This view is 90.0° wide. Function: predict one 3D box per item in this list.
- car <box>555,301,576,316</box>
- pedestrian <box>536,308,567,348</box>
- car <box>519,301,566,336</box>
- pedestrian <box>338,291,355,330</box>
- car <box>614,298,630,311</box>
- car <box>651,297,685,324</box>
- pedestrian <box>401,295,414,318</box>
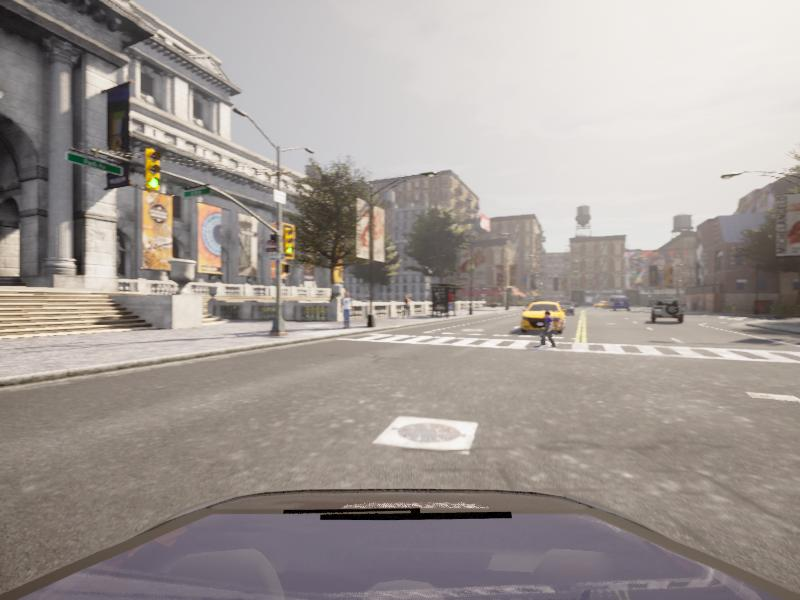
[{"bbox_3d":[18.110,0.891,43.680,2.007,1.525,4.514,0,0,25],"label":"car"},{"bbox_3d":[5.096,0.936,13.485,0.751,1.300,0.751,0,0,-4],"label":"pedestrian"},{"bbox_3d":[7.544,0.850,20.828,1.882,1.535,5.008,0,0,25],"label":"car"},{"bbox_3d":[-2.588,0.488,19.553,0.751,1.860,0.751,0,0,-2],"label":"pedestrian"},{"bbox_3d":[34.682,0.680,62.601,2.150,2.045,5.566,0,0,29],"label":"car"},{"bbox_3d":[19.610,0.712,29.359,1.932,1.855,4.605,0,0,33],"label":"car"},{"bbox_3d":[0.569,0.501,31.890,0.751,1.860,0.751,0,0,32],"label":"pedestrian"}]
